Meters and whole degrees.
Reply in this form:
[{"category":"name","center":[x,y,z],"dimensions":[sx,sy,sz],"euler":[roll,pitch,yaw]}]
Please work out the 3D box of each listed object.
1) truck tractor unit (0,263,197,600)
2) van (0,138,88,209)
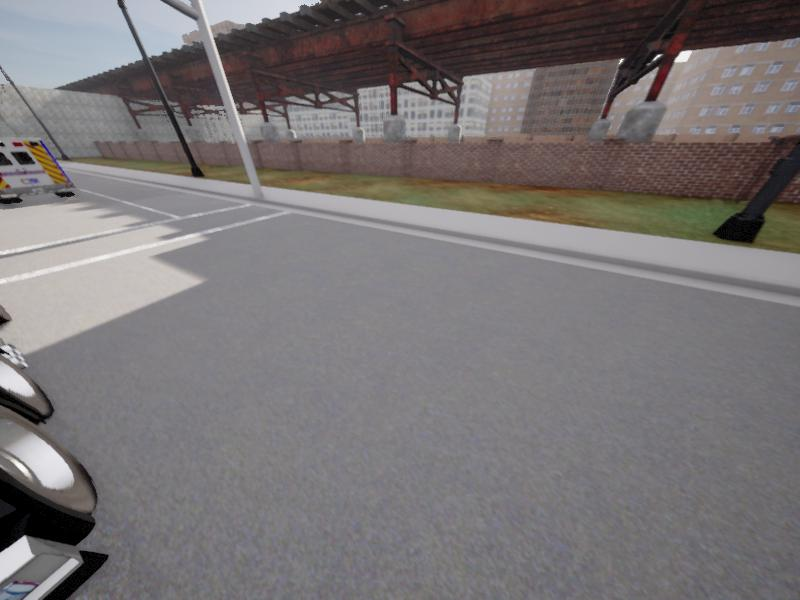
[{"category":"truck tractor unit","center":[-5.120,-0.290,0.781],"dimensions":[6.516,4.208,3.053],"euler":[18,39,24]},{"category":"van","center":[-18.644,-6.274,11.091],"dimensions":[6.366,2.431,2.351],"euler":[18,39,24]}]
